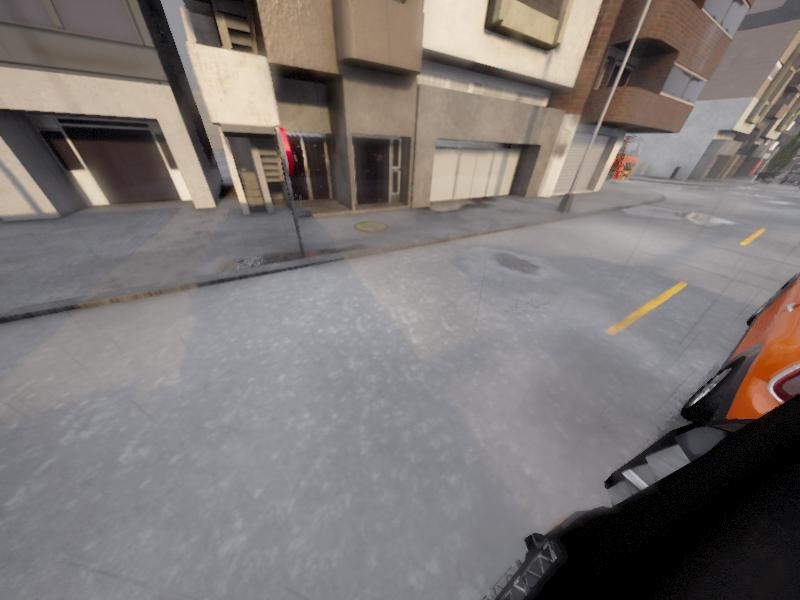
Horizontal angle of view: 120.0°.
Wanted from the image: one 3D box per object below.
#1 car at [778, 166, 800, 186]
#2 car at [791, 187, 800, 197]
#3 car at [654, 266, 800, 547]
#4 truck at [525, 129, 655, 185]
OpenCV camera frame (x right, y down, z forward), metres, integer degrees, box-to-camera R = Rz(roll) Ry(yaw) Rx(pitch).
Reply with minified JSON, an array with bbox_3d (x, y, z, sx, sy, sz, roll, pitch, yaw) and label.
[{"bbox_3d":[45.738,-14.042,26.146,4.553,1.767,2.097,-16,38,-26],"label":"car"},{"bbox_3d":[32.324,-8.153,16.642,4.856,1.649,2.033,-4,35,-9],"label":"car"},{"bbox_3d":[4.813,0.483,1.832,4.553,1.767,2.097,-16,38,-26],"label":"car"},{"bbox_3d":[17.414,-13.922,22.321,2.891,3.827,8.468,-17,39,-27],"label":"truck"}]
